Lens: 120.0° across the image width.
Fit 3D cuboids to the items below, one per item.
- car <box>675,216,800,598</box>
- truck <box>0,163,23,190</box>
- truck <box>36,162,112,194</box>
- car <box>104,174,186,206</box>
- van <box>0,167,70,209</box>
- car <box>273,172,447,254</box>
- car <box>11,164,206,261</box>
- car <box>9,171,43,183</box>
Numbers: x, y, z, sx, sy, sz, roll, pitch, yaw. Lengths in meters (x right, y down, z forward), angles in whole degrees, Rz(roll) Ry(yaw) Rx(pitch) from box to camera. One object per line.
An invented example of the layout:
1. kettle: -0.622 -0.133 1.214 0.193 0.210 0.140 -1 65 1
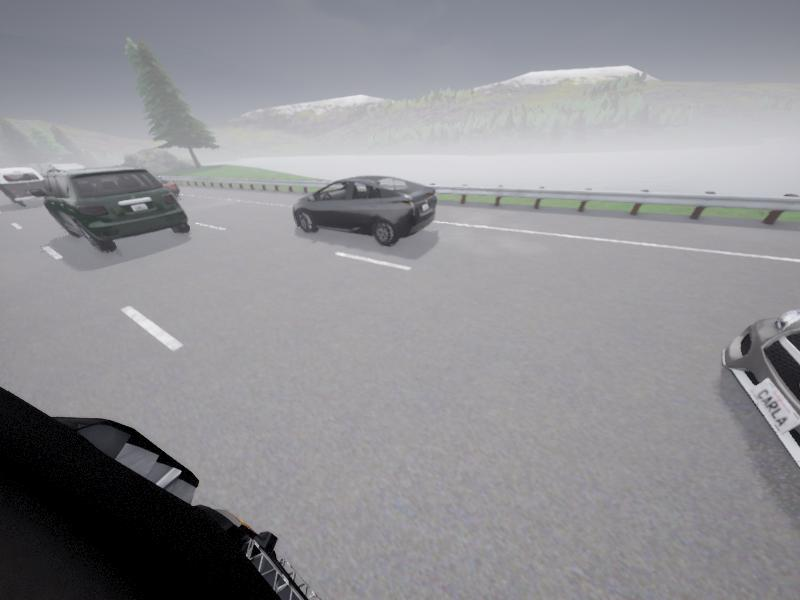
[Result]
1. car: 4.848 1.131 0.406 5.027 1.651 2.152 16 38 26
2. truck: -45.144 -13.517 25.364 5.204 2.467 2.627 16 38 26
3. truck: -29.672 -11.185 21.026 6.274 2.098 2.390 16 38 26
4. car: -15.712 -6.864 14.222 4.718 1.301 1.895 16 38 26
5. van: -24.452 -7.421 15.053 4.480 2.038 2.069 16 38 26
6. car: -1.185 -2.803 6.833 4.514 1.525 2.007 16 38 26
7. car: -9.320 -3.094 7.427 5.566 2.045 2.150 16 38 26
8. car: -55.552 -18.258 34.299 4.718 1.301 1.895 16 38 26
